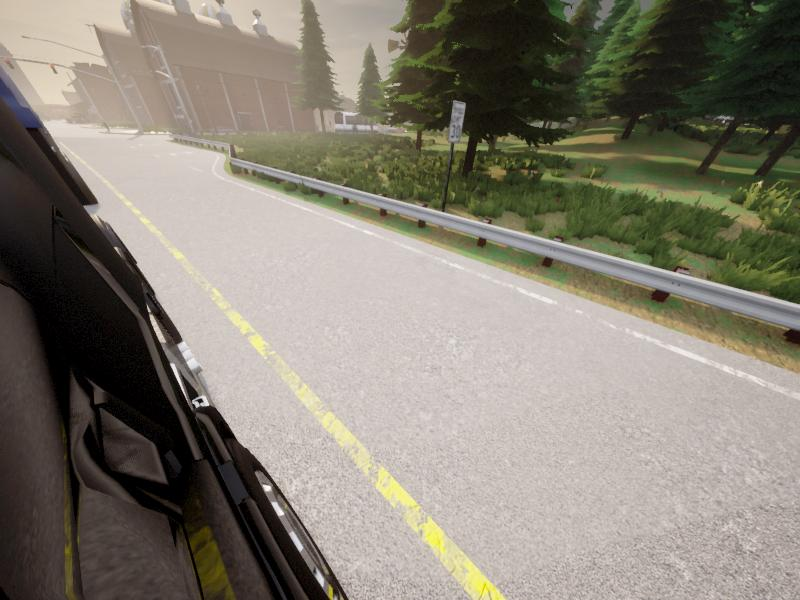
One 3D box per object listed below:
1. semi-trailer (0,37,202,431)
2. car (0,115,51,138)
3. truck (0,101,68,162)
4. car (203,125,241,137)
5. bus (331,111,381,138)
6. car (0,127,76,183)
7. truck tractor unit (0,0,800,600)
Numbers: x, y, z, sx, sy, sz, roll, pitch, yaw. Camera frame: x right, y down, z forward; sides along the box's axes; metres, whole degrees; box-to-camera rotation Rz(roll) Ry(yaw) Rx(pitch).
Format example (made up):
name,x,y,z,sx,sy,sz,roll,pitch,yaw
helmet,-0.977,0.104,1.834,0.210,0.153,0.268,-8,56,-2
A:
name,x,y,z,sx,sy,sz,roll,pitch,yaw
semi-trailer,-8.746,-3.573,4.179,14.254,4.402,2.717,28,43,29
car,-39.244,-17.194,22.801,4.611,1.667,2.242,-7,38,-13
truck,-21.926,-9.534,12.948,5.204,2.467,2.627,27,43,28
car,-27.765,-26.430,36.141,1.994,1.385,4.181,27,43,29
bus,-9.142,-37.419,49.590,3.944,4.253,10.273,28,43,29
car,-16.062,-6.228,9.717,4.902,1.511,2.128,27,43,29
truck tractor unit,-2.645,-0.295,0.351,6.516,4.208,3.053,28,44,30
